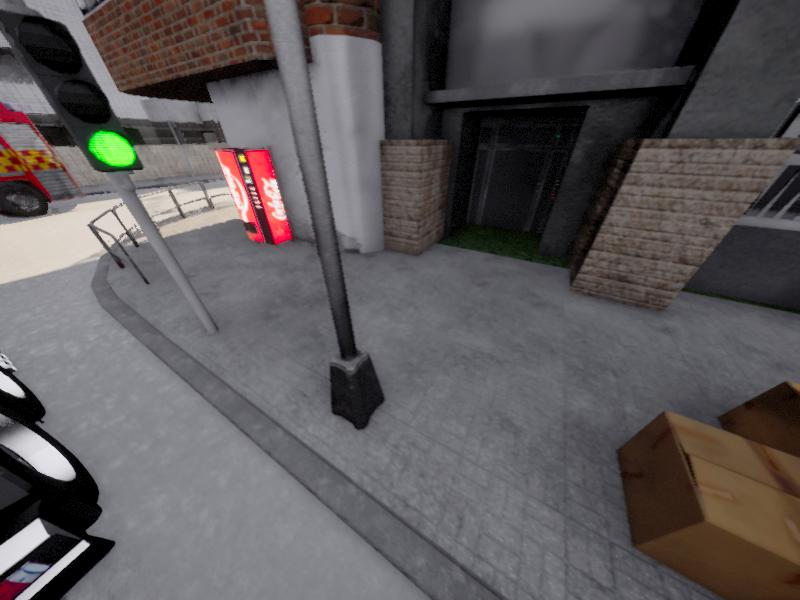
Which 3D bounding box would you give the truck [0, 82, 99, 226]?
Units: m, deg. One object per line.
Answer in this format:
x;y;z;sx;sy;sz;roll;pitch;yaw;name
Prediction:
-14.760;-3.264;5.440;2.891;3.827;8.468;3;35;6;truck

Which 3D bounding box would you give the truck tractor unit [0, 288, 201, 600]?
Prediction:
-5.160;-0.246;0.730;6.516;4.208;3.053;16;38;22;truck tractor unit
